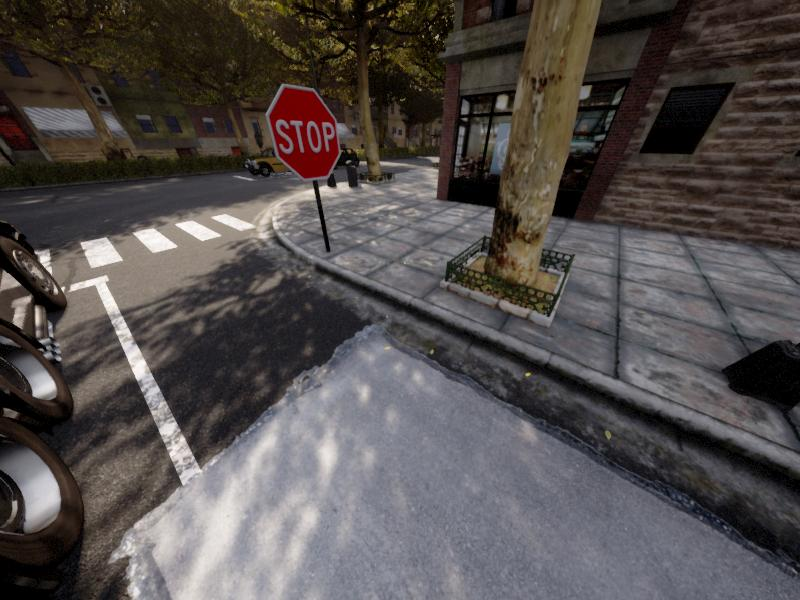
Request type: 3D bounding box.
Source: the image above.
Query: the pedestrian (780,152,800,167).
[{"bbox_3d":[33.187,-11.885,19.531,0.500,1.100,0.500,23,41,30],"label":"pedestrian"}]

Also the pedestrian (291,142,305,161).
[{"bbox_3d":[-12.325,-17.950,27.919,0.751,1.860,0.751,18,39,25],"label":"pedestrian"}]

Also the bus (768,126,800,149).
[{"bbox_3d":[93.067,-37.852,53.899,3.944,4.253,10.273,24,42,31],"label":"bus"}]

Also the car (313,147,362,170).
[{"bbox_3d":[-5.840,-13.558,22.096,1.851,1.617,3.988,24,42,31],"label":"car"}]

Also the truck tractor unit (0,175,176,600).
[{"bbox_3d":[-4.951,-0.436,0.973,6.516,4.208,3.053,25,42,31],"label":"truck tractor unit"}]

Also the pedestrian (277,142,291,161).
[{"bbox_3d":[-13.673,-17.445,27.205,0.751,1.860,0.751,22,41,28],"label":"pedestrian"}]

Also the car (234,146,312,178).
[{"bbox_3d":[-9.641,-10.863,18.020,1.932,1.855,4.605,24,41,30],"label":"car"}]

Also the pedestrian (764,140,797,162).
[{"bbox_3d":[38.307,-14.996,23.293,0.751,1.860,0.751,22,41,29],"label":"pedestrian"}]

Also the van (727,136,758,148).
[{"bbox_3d":[87.628,-40.413,59.212,2.351,2.431,6.366,24,42,31],"label":"van"}]

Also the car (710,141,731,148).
[{"bbox_3d":[84.598,-41.010,60.996,2.033,1.411,5.357,24,42,31],"label":"car"}]
